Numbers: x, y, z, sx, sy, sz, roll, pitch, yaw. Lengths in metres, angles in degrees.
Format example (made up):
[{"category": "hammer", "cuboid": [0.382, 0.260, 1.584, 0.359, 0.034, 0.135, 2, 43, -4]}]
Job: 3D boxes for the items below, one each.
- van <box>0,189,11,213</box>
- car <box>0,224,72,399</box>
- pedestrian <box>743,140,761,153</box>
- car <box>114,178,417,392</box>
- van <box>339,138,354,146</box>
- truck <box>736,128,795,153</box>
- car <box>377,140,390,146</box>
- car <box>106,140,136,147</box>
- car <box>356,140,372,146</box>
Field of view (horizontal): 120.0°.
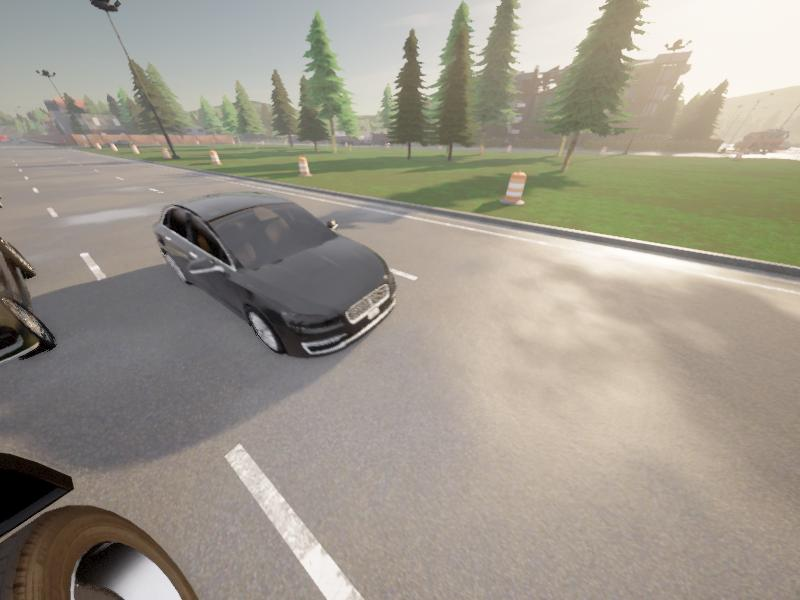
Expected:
[{"category": "van", "cuboid": [-16.455, -4.324, 8.250, 4.442, 1.987, 1.775, 22, 41, 28]}, {"category": "car", "cuboid": [-6.610, -0.190, 2.751, 5.027, 1.651, 2.152, 22, 41, 28]}, {"category": "pedestrian", "cuboid": [60.170, -26.213, 39.477, 0.751, 1.860, 0.751, 22, 41, 28]}, {"category": "car", "cuboid": [-2.322, -0.862, 3.831, 4.892, 1.490, 1.837, 22, 41, 28]}, {"category": "van", "cuboid": [-16.069, -47.459, 69.453, 4.442, 1.987, 1.775, 22, 41, 28]}, {"category": "truck", "cuboid": [75.140, -33.031, 47.824, 2.891, 3.827, 8.468, 22, 41, 28]}, {"category": "car", "cuboid": [-5.157, -50.240, 73.813, 3.705, 1.549, 1.789, 22, 41, 28]}, {"category": "car", "cuboid": [-74.101, -41.667, 61.420, 2.007, 1.525, 4.514, 12, 37, 17]}, {"category": "car", "cuboid": [-11.683, -50.418, 74.063, 4.611, 1.667, 2.242, 22, 41, 28]}]
